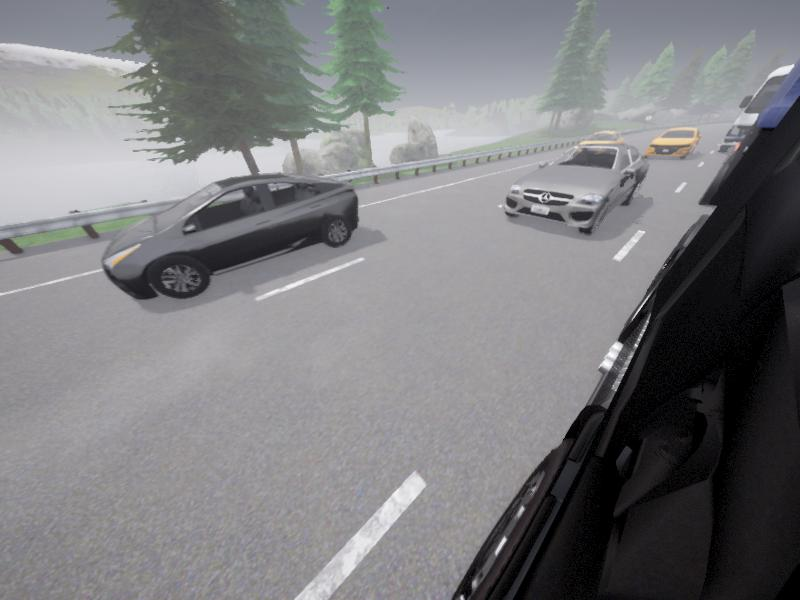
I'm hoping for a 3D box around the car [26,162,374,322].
[{"bbox_3d":[-3.036,-1.651,4.768,4.514,1.525,2.007,-28,44,-30],"label":"car"}]

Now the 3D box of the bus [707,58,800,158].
[{"bbox_3d":[25.081,-12.385,15.093,10.273,4.253,3.944,-29,44,-30],"label":"bus"}]

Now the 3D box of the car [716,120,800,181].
[{"bbox_3d":[16.055,-6.575,9.942,4.553,1.767,2.097,-28,44,-30],"label":"car"}]

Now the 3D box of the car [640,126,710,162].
[{"bbox_3d":[17.407,-9.964,14.600,5.008,1.535,1.882,-28,44,-30],"label":"car"}]

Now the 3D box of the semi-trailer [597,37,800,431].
[{"bbox_3d":[8.723,-3.585,4.210,14.254,4.402,2.717,-28,44,-30],"label":"semi-trailer"}]

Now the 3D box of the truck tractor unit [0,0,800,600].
[{"bbox_3d":[2.645,-0.295,0.351,6.516,4.208,3.053,-28,44,-30],"label":"truck tractor unit"}]

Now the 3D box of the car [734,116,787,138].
[{"bbox_3d":[36.602,-17.648,23.568,4.611,1.667,2.242,-28,44,-30],"label":"car"}]

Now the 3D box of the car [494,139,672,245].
[{"bbox_3d":[5.164,-3.367,6.474,5.027,1.651,2.152,-28,44,-30],"label":"car"}]

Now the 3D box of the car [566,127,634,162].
[{"bbox_3d":[13.805,-10.790,15.890,5.366,1.575,1.801,-29,44,-30],"label":"car"}]
